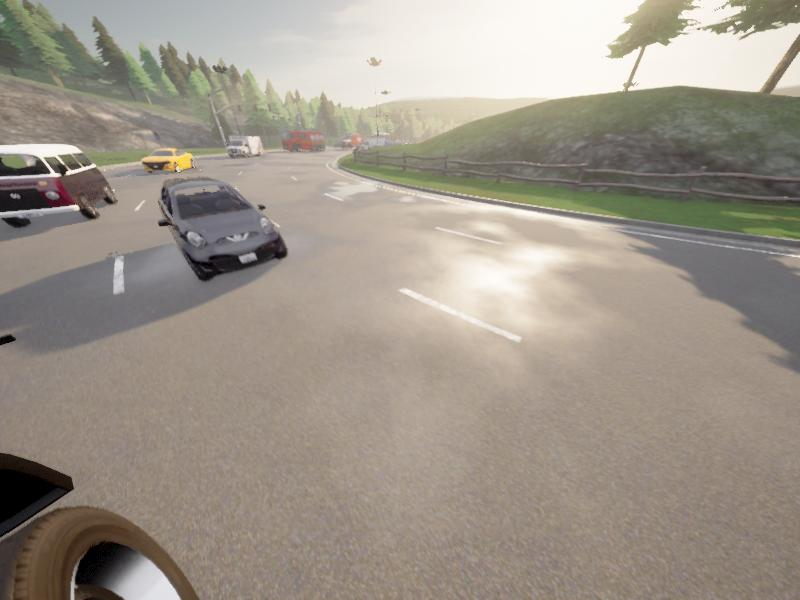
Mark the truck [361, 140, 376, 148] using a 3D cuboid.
[{"bbox_3d":[-9.651,-48.795,72.165,2.390,2.098,6.274,9,36,12],"label":"truck"}]

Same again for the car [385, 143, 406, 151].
[{"bbox_3d":[-1.073,-38.118,57.498,4.792,1.488,2.163,7,35,9],"label":"car"}]

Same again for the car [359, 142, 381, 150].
[{"bbox_3d":[-7.414,-38.212,57.401,5.027,1.651,2.152,-3,35,-5],"label":"car"}]

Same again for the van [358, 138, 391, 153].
[{"bbox_3d":[-4.918,-30.344,45.421,6.366,2.431,2.351,-1,34,-3],"label":"van"}]

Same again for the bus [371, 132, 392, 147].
[{"bbox_3d":[-6.256,-56.412,81.289,3.944,4.253,10.273,9,36,12],"label":"bus"}]

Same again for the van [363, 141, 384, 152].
[{"bbox_3d":[-5.779,-34.354,51.556,4.442,1.987,1.775,-2,35,-3],"label":"van"}]

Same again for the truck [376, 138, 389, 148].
[{"bbox_3d":[-5.535,-49.915,73.528,2.627,2.467,5.204,9,36,12],"label":"truck"}]

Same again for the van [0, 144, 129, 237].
[{"bbox_3d":[-11.426,-3.836,7.529,2.069,2.038,4.480,-22,40,-28],"label":"van"}]

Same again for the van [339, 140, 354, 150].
[{"bbox_3d":[-13.201,-38.441,57.272,2.069,2.038,4.480,5,35,6],"label":"van"}]

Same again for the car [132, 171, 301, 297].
[{"bbox_3d":[-4.101,-1.778,5.133,3.633,1.501,1.845,30,45,35],"label":"car"}]

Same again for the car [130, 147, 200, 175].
[{"bbox_3d":[-18.258,-11.130,18.337,1.882,1.535,5.008,-10,36,-15],"label":"car"}]

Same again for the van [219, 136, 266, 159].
[{"bbox_3d":[-21.170,-20.889,31.545,2.351,2.431,6.366,-2,35,-3],"label":"van"}]

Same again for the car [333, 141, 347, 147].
[{"bbox_3d":[-19.442,-50.908,75.458,2.152,1.651,5.027,9,36,12],"label":"car"}]

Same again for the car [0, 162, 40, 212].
[{"bbox_3d":[-15.591,-3.739,7.900,1.994,1.385,4.181,-20,40,-26],"label":"car"}]

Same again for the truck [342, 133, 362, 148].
[{"bbox_3d":[-15.522,-52.425,75.777,2.891,3.827,8.468,9,36,12],"label":"truck"}]

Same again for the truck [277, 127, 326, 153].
[{"bbox_3d":[-19.183,-31.679,45.875,2.891,3.827,8.468,20,39,26],"label":"truck"}]

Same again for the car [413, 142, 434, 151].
[{"bbox_3d":[5.751,-37.326,56.127,4.605,1.855,1.932,9,36,11],"label":"car"}]
